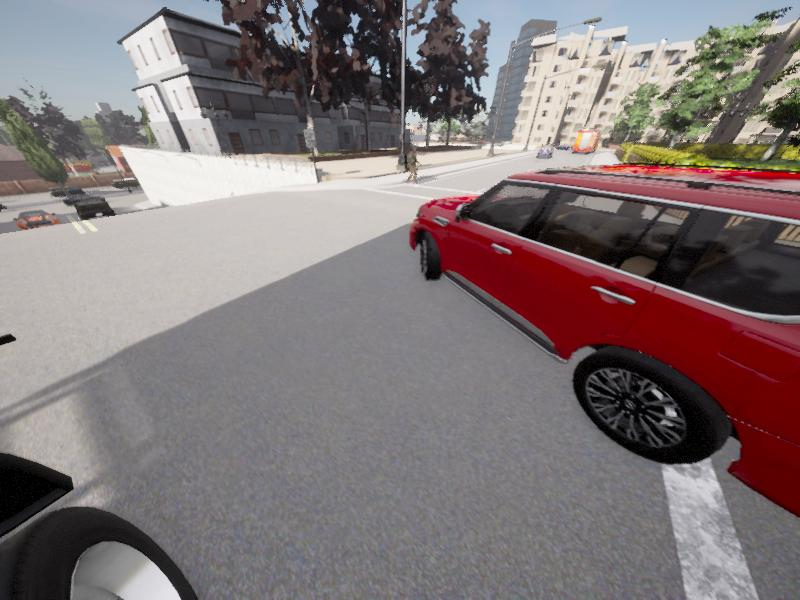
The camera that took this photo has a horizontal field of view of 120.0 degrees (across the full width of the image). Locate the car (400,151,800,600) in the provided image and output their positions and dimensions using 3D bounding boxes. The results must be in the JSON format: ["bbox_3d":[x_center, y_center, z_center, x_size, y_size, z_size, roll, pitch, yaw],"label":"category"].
[{"bbox_3d":[2.173,-0.637,3.083,2.150,2.045,5.566,-16,38,-20],"label":"car"}]

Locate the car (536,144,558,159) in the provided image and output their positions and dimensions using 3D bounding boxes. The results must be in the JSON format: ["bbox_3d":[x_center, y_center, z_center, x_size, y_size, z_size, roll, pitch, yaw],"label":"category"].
[{"bbox_3d":[20.312,-20.589,31.943,1.789,1.549,3.705,21,40,27],"label":"car"}]

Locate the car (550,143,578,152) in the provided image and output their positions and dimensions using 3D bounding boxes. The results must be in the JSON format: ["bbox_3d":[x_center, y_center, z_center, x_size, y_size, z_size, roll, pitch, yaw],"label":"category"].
[{"bbox_3d":[36.691,-34.248,51.744,4.792,1.488,2.163,23,41,29],"label":"car"}]

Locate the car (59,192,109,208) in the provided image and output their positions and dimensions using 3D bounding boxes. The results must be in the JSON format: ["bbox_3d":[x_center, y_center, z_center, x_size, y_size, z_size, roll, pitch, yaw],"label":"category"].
[{"bbox_3d":[-56.572,-17.982,41.444,1.882,1.535,5.008,22,41,28],"label":"car"}]

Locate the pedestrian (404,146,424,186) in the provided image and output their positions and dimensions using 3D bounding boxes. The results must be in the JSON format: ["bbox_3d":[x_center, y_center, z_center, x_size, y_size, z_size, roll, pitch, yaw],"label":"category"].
[{"bbox_3d":[0.726,-7.361,12.702,0.751,1.860,0.751,21,40,27],"label":"pedestrian"}]

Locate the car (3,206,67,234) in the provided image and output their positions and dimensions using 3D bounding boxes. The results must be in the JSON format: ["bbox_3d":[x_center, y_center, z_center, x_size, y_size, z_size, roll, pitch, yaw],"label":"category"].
[{"bbox_3d":[-31.047,-6.839,19.842,4.553,1.767,2.097,12,35,35],"label":"car"}]

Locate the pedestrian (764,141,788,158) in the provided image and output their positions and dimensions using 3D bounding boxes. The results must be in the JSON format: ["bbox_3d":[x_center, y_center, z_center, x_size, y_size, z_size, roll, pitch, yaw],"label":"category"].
[{"bbox_3d":[51.353,-20.537,31.569,0.751,1.860,0.751,24,41,30],"label":"pedestrian"}]

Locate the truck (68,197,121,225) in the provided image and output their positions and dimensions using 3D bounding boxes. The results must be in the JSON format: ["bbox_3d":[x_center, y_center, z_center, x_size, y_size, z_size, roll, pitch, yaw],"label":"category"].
[{"bbox_3d":[-32.102,-9.292,24.288,6.274,2.098,2.390,13,36,35],"label":"truck"}]

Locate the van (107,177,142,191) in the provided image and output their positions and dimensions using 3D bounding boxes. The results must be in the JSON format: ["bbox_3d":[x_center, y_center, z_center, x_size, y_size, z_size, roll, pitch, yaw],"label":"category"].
[{"bbox_3d":[-64.066,-27.085,53.826,2.069,2.038,4.480,22,41,28],"label":"van"}]

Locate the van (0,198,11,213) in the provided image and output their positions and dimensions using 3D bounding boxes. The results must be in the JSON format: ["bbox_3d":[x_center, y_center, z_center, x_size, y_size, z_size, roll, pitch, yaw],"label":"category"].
[{"bbox_3d":[-65.423,-14.478,36.037,1.775,1.987,4.442,22,41,28],"label":"van"}]

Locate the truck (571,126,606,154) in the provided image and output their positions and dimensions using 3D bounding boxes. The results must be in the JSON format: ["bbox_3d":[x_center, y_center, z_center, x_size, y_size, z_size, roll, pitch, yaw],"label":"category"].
[{"bbox_3d":[34.521,-29.120,42.233,2.891,3.827,8.468,26,42,33],"label":"truck"}]

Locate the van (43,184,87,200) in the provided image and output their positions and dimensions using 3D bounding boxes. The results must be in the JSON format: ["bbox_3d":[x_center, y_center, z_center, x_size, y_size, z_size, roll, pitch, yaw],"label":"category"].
[{"bbox_3d":[-66.566,-21.537,46.015,1.775,1.987,4.442,22,41,28],"label":"van"}]
